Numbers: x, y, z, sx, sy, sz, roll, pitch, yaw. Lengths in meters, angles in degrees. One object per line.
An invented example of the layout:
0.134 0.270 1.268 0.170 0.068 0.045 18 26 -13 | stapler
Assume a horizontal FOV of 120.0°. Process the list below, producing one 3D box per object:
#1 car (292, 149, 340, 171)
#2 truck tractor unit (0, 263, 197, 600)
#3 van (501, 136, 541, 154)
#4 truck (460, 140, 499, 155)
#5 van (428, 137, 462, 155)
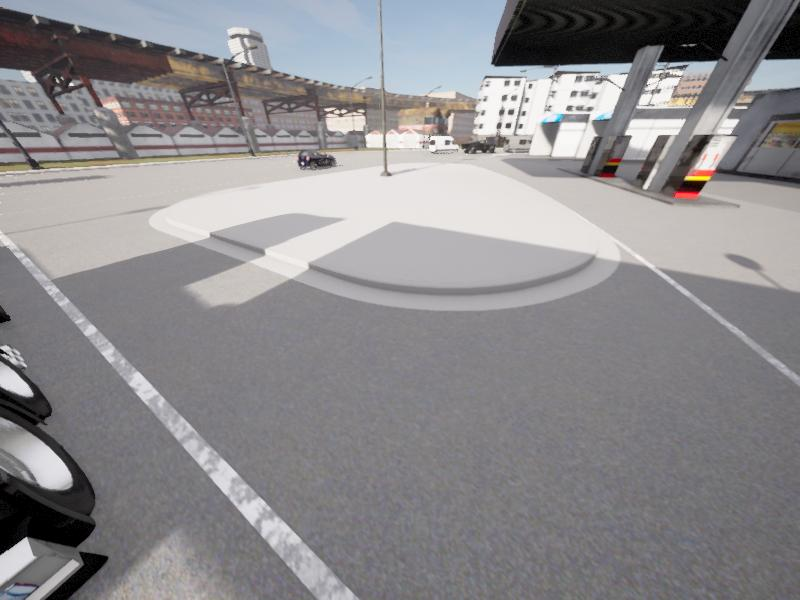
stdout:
-7.673 -13.074 21.454 1.845 1.501 3.633 18 39 24 | car
-5.109 -0.302 0.779 6.516 4.208 3.053 18 39 24 | truck tractor unit
22.166 -28.506 42.423 5.915 2.561 1.988 -6 35 -7 | van
14.022 -27.154 40.943 6.274 2.098 2.390 -15 38 -20 | truck
8.109 -27.885 41.659 5.915 2.561 1.988 -20 39 -26 | van
